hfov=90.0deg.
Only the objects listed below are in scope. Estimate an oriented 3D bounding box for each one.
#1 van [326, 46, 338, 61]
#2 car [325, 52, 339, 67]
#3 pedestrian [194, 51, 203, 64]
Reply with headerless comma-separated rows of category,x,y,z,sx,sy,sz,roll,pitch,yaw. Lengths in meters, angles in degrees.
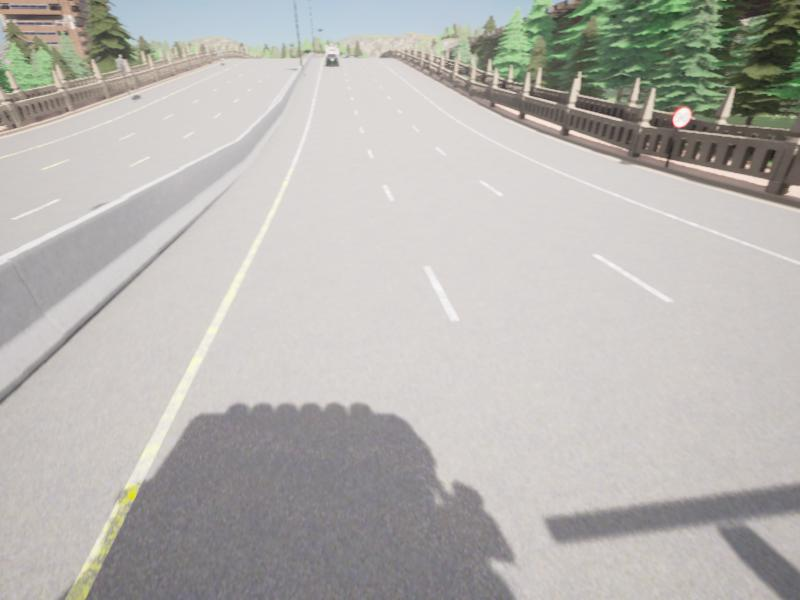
van,-16.117,-58.542,95.073,2.351,2.431,6.366,-4,28,-7
car,-11.196,-39.570,65.827,2.097,1.767,4.553,-4,35,-7
pedestrian,-33.159,-39.854,65.743,0.751,1.860,0.751,-4,28,-7
